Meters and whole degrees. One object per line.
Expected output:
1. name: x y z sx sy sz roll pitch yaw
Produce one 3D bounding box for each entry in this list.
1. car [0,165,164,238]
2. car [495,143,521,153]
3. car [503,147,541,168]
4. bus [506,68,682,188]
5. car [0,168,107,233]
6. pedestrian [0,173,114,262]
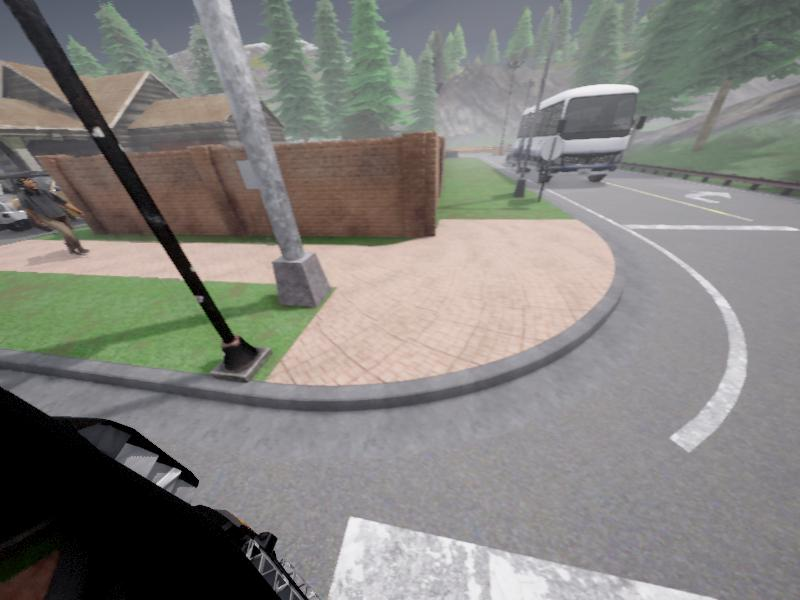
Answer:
1. car: -13.203 -4.185 9.340 1.932 1.855 4.605 3 34 9
2. car: 22.930 -32.435 49.329 4.514 1.525 2.007 3 34 10
3. car: 11.907 -14.254 22.974 2.128 1.511 4.902 4 34 10
4. bus: 10.280 -10.394 14.855 3.944 4.253 10.273 4 34 10
5. car: -15.745 -4.104 9.429 1.905 1.878 3.866 3 34 9
6. pedestrian: -8.269 -1.950 5.542 0.751 1.860 0.751 4 34 11
